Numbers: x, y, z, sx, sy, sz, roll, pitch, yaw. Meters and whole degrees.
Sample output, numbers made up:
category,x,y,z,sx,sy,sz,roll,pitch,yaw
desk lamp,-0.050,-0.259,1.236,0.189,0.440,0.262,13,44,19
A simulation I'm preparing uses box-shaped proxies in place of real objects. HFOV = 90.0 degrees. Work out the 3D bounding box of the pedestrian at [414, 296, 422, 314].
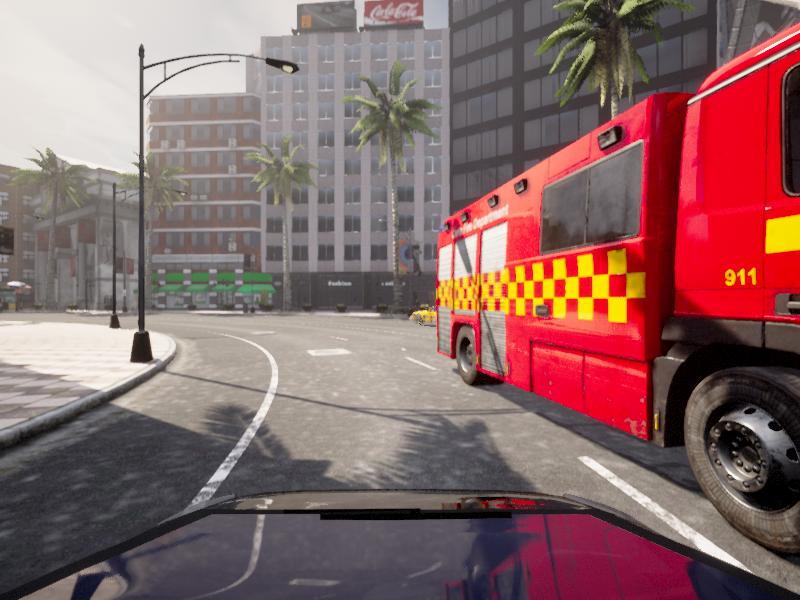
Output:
category,x,y,z,sx,sy,sz,roll,pitch,yaw
pedestrian,1.871,0.499,41.149,0.751,1.860,0.751,0,0,7

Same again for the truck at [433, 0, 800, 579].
category,x,y,z,sx,sy,sz,roll,pitch,yaw
truck,3.081,-0.319,5.417,2.891,3.827,8.468,0,0,-12

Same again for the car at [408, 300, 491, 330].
category,x,y,z,sx,sy,sz,roll,pitch,yaw
car,2.764,0.807,23.821,1.801,1.575,5.366,0,0,-35
